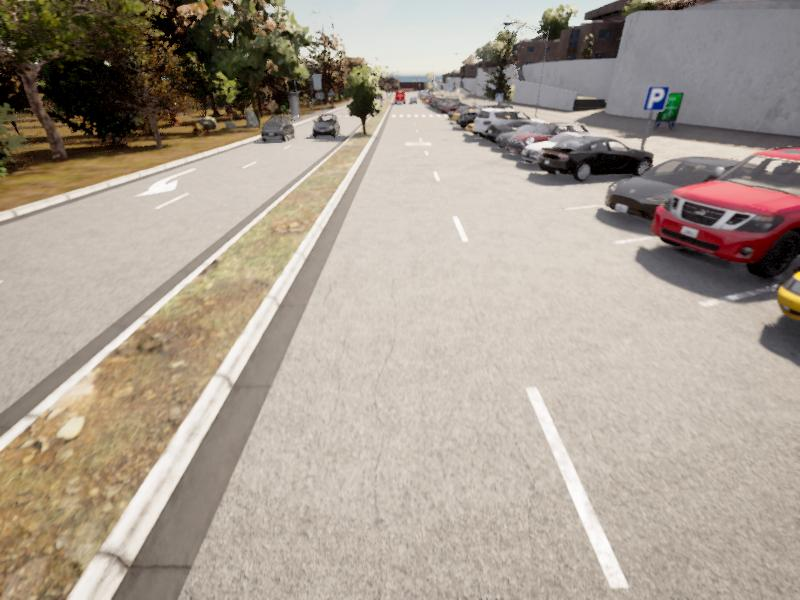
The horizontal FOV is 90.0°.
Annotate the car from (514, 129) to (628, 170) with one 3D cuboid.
[{"bbox_3d":[8.091,-7.229,19.074,4.674,1.452,2.002,-9,29,-18],"label":"car"}]

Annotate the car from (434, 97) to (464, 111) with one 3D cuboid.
[{"bbox_3d":[8.224,-32.702,66.749,4.442,1.987,1.878,-9,29,-18],"label":"car"}]

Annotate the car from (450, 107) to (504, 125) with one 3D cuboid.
[{"bbox_3d":[8.272,-19.823,43.068,5.366,1.575,1.946,-9,29,-18],"label":"car"}]

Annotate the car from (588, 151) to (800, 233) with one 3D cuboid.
[{"bbox_3d":[8.058,-3.122,11.046,4.792,1.488,2.163,-9,29,-18],"label":"car"}]

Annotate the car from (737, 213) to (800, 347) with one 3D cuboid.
[{"bbox_3d":[7.907,-0.385,5.645,5.366,1.575,1.946,-9,29,-18],"label":"car"}]

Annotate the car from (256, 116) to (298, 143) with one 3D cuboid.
[{"bbox_3d":[-8.736,-12.276,28.722,1.789,1.549,3.705,0,27,0],"label":"car"}]

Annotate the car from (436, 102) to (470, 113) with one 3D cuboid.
[{"bbox_3d":[8.105,-29.642,61.573,4.674,1.452,2.002,-9,29,-18],"label":"car"}]

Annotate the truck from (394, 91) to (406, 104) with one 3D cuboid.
[{"bbox_3d":[0.055,-46.394,91.724,2.627,2.467,5.204,0,29,0],"label":"truck"}]

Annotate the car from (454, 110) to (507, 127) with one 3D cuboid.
[{"bbox_3d":[8.104,-18.346,40.373,4.674,1.452,2.002,-9,30,-18],"label":"car"}]

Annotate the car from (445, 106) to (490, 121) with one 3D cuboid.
[{"bbox_3d":[8.078,-22.581,48.310,4.792,1.488,2.163,-9,30,-18],"label":"car"}]

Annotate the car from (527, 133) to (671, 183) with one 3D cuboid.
[{"bbox_3d":[8.080,-5.894,16.387,5.008,1.535,2.097,-9,28,-18],"label":"car"}]

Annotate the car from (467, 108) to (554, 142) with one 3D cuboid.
[{"bbox_3d":[8.122,-13.016,29.617,5.566,2.045,2.435,-9,29,-18],"label":"car"}]

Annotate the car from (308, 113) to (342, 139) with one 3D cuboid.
[{"bbox_3d":[-5.740,-13.627,31.246,1.851,1.617,3.988,0,28,0],"label":"car"}]

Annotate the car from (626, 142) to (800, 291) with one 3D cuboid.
[{"bbox_3d":[8.062,-1.999,8.247,5.566,2.045,2.435,-9,29,-18],"label":"car"}]

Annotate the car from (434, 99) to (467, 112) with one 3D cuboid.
[{"bbox_3d":[8.083,-31.187,64.117,4.553,1.767,2.185,-9,29,-18],"label":"car"}]

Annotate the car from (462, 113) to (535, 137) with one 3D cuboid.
[{"bbox_3d":[7.923,-14.155,32.325,5.366,1.575,1.946,-9,30,-18],"label":"car"}]

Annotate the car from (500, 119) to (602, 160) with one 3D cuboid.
[{"bbox_3d":[8.122,-8.755,21.674,4.553,1.767,2.185,-9,29,-18],"label":"car"}]

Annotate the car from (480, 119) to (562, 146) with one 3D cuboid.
[{"bbox_3d":[8.118,-11.383,27.086,4.792,1.488,2.163,-9,29,-18],"label":"car"}]

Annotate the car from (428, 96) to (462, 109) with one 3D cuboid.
[{"bbox_3d":[8.093,-35.506,71.949,5.566,2.045,2.435,-9,30,-18],"label":"car"}]

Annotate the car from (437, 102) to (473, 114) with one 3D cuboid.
[{"bbox_3d":[8.083,-28.231,58.904,4.792,1.488,2.163,-9,30,-18],"label":"car"}]

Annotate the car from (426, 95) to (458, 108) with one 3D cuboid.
[{"bbox_3d":[8.147,-38.328,77.240,5.566,2.045,2.435,-9,29,-18],"label":"car"}]

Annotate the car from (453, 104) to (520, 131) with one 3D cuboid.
[{"bbox_3d":[8.075,-17.189,37.569,5.566,2.045,2.435,-9,30,-18],"label":"car"}]

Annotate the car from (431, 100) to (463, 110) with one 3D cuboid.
[{"bbox_3d":[8.108,-33.886,69.449,4.892,1.521,2.231,-9,29,-18],"label":"car"}]

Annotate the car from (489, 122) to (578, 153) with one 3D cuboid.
[{"bbox_3d":[8.094,-9.977,24.407,4.674,1.452,2.002,-9,29,-18],"label":"car"}]

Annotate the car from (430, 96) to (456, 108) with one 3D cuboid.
[{"bbox_3d":[8.011,-36.874,74.567,4.442,1.987,1.878,-9,30,-18],"label":"car"}]
